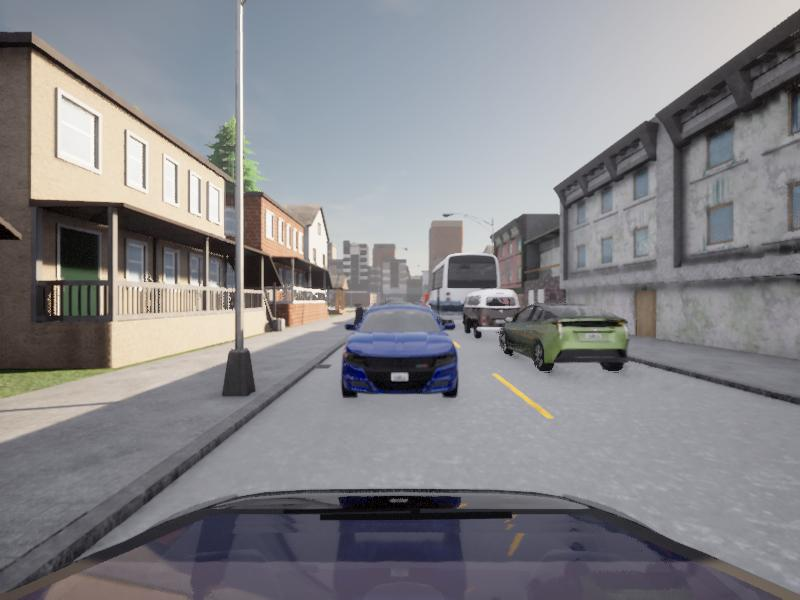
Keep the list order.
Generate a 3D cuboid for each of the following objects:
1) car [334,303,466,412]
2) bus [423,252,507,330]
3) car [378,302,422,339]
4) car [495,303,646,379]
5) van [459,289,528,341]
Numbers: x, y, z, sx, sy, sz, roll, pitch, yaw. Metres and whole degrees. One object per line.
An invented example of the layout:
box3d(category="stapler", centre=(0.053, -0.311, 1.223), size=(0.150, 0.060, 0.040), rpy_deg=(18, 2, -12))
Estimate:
box3d(category="car", centre=(-0.005, 0.833, 8.219), size=(1.882, 1.535, 5.008), rpy_deg=(0, 0, 0))
box3d(category="bus", centre=(3.866, -0.504, 27.046), size=(3.944, 4.253, 10.273), rpy_deg=(0, 0, 0))
box3d(category="car", centre=(-0.011, 0.865, 19.145), size=(1.837, 1.490, 4.892), rpy_deg=(0, 0, 0))
box3d(category="car", centre=(3.984, 0.840, 10.353), size=(2.007, 1.525, 4.514), rpy_deg=(0, 0, 0))
box3d(category="van", centre=(3.992, 0.592, 17.930), size=(2.069, 2.038, 4.480), rpy_deg=(0, 0, 0))
